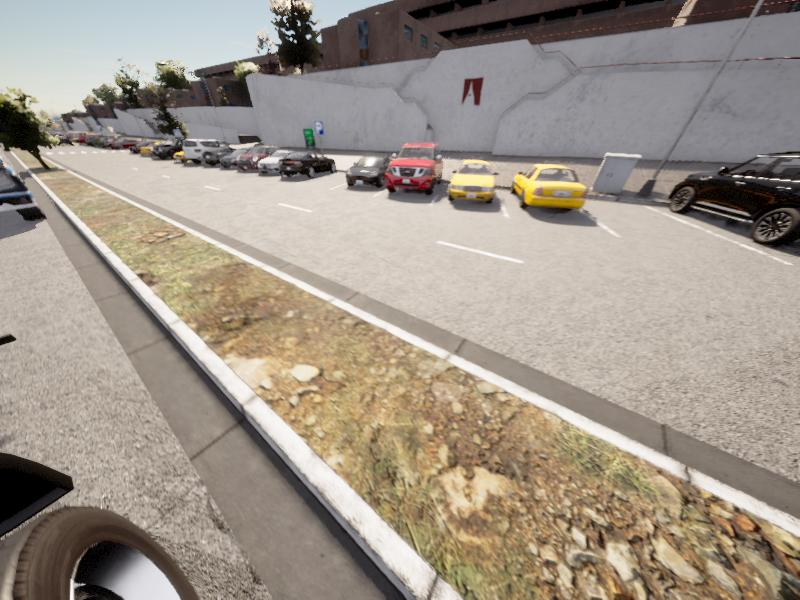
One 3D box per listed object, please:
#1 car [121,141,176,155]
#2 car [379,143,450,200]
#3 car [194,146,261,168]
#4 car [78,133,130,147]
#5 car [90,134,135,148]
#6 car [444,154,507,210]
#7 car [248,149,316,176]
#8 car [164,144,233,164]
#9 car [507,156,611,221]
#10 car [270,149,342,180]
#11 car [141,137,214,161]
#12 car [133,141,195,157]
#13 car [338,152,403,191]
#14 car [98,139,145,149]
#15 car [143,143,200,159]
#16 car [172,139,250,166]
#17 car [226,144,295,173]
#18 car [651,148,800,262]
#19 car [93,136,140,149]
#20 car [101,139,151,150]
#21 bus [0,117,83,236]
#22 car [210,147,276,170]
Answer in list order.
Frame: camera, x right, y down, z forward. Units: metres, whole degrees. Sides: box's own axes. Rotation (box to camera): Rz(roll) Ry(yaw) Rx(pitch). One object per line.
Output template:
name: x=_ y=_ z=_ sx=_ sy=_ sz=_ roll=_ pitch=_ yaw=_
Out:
car: x=-35.878 y=-21.924 z=33.160 sx=2.163 sy=1.488 sz=4.792 roll=10 pitch=36 yaw=11
car: x=1.003 y=-6.968 z=12.068 sx=2.435 sy=2.045 sz=5.566 roll=9 pitch=35 yaw=12
car: x=-16.202 y=-13.764 z=22.107 sx=2.163 sy=1.488 sz=4.792 roll=9 pitch=35 yaw=12
car: x=-57.925 y=-31.438 z=45.378 sx=2.435 sy=2.045 sz=5.566 roll=10 pitch=36 yaw=11
car: x=-53.012 y=-29.442 z=42.768 sx=1.878 sy=1.987 sz=4.442 roll=10 pitch=36 yaw=12
car: x=3.412 y=-5.680 z=10.678 sx=1.946 sy=1.575 sz=5.366 roll=9 pitch=35 yaw=12
car: x=-8.827 y=-10.729 z=17.884 sx=2.002 sy=1.452 sz=4.674 roll=9 pitch=35 yaw=12
car: x=-21.168 y=-15.699 z=24.709 sx=1.946 sy=1.575 sz=5.366 roll=10 pitch=36 yaw=12
car: x=5.959 y=-4.884 z=9.574 sx=1.946 sy=1.575 sz=5.366 roll=9 pitch=35 yaw=12
car: x=-6.376 y=-9.761 z=16.449 sx=2.097 sy=1.535 sz=5.008 roll=9 pitch=35 yaw=12
car: x=-26.036 y=-18.026 z=27.469 sx=2.435 sy=2.045 sz=5.566 roll=10 pitch=36 yaw=11
car: x=-30.915 y=-20.002 z=30.552 sx=1.946 sy=1.575 sz=5.366 roll=10 pitch=36 yaw=12
car: x=-1.460 y=-7.733 z=13.632 sx=2.163 sy=1.488 sz=4.792 roll=9 pitch=35 yaw=12
car: x=-48.165 y=-27.102 z=40.084 sx=2.002 sy=1.452 sz=4.674 roll=10 pitch=36 yaw=12
car: x=-28.496 y=-18.836 z=29.048 sx=2.002 sy=1.452 sz=4.674 roll=10 pitch=36 yaw=11
car: x=-18.654 y=-15.004 z=23.342 sx=2.435 sy=2.045 sz=5.566 roll=9 pitch=36 yaw=12
car: x=-11.274 y=-11.881 z=19.216 sx=2.185 sy=1.767 sz=4.553 roll=9 pitch=35 yaw=12
car: x=10.830 y=-2.998 z=6.506 sx=2.435 sy=2.045 sz=5.566 roll=9 pitch=35 yaw=12
car: x=-50.609 y=-28.251 z=41.338 sx=2.185 sy=1.767 sz=4.553 roll=10 pitch=36 yaw=12
car: x=-45.706 y=-26.061 z=38.677 sx=2.163 sy=1.488 sz=4.792 roll=10 pitch=36 yaw=11
bus: x=-15.493 y=-4.979 z=7.218 sx=10.273 sy=4.253 sz=3.944 roll=22 pitch=41 yaw=28
car: x=-13.739 y=-12.728 z=20.690 sx=2.002 sy=1.452 sz=4.674 roll=10 pitch=36 yaw=12
